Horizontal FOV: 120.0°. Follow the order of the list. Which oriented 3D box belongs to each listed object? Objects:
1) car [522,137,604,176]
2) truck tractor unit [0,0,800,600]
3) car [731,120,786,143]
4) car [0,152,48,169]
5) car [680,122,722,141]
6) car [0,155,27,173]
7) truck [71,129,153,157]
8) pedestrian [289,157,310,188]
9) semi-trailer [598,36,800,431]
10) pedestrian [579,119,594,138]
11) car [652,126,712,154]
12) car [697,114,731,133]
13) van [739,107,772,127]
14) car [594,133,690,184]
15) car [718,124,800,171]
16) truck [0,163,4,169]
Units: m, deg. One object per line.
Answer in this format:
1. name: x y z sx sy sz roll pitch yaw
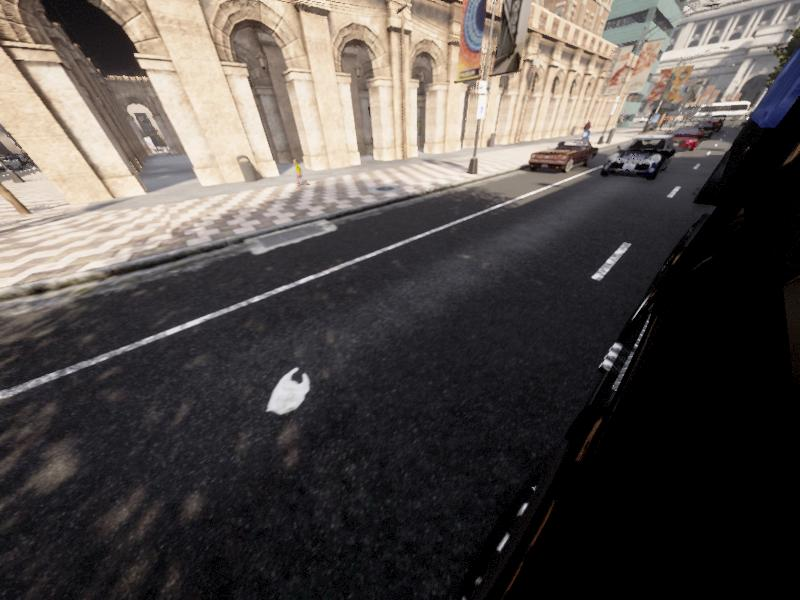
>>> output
1. car: 8.910 -7.893 12.538 4.718 1.301 1.895 -29 44 -30
2. truck tractor unit: 2.645 -0.295 0.351 6.516 4.208 3.053 -28 44 -30
3. car: 31.679 -15.015 20.546 5.357 1.411 2.033 -29 44 -30
4. car: -46.290 -17.221 28.386 2.033 1.411 5.357 -28 44 -30
5. car: 30.935 -17.363 23.749 4.181 1.385 1.994 -29 44 -30
6. car: -41.569 -14.020 23.897 1.895 1.301 4.718 -28 44 -30
7. truck: -53.812 -29.806 43.628 2.891 3.827 8.468 14 40 21
8. pedestrian: -4.456 -5.651 10.261 0.500 1.100 0.500 -20 40 -21
9. semi-trailer: 8.661 -3.630 4.264 14.254 4.402 2.717 -29 44 -30
10. pedestrian: 23.840 -21.845 29.474 0.751 1.860 0.751 -32 46 -33
11. car: 20.572 -11.711 16.853 4.181 1.385 1.994 -29 44 -30
12. car: 42.918 -24.113 31.574 3.866 1.878 1.905 -29 44 -30
13. van: 60.651 -31.301 39.518 5.915 2.561 1.988 -29 44 -30
14. car: 10.815 -6.435 10.330 3.806 1.475 1.970 -29 44 -30
15. car: 18.308 -7.778 11.606 4.974 1.542 2.038 -29 44 -30
16. truck: -47.879 -15.323 25.364 2.390 2.098 6.274 -28 44 -30
